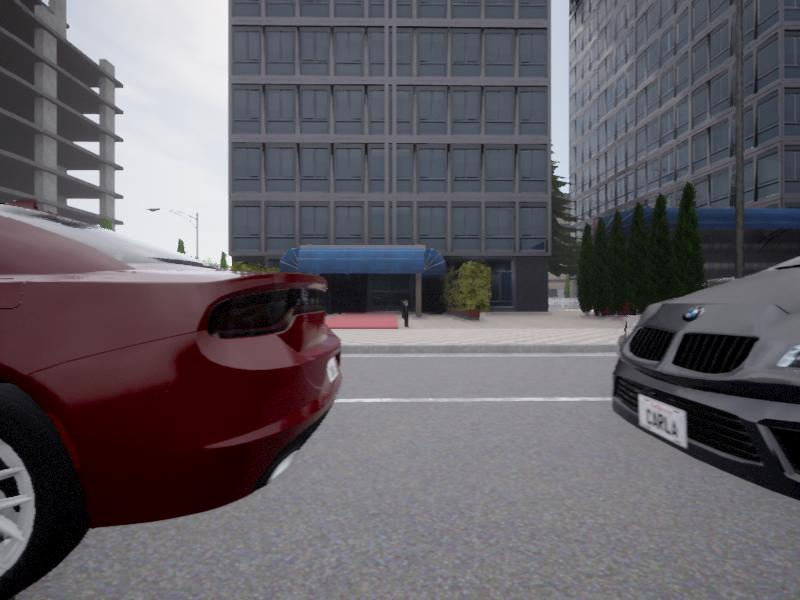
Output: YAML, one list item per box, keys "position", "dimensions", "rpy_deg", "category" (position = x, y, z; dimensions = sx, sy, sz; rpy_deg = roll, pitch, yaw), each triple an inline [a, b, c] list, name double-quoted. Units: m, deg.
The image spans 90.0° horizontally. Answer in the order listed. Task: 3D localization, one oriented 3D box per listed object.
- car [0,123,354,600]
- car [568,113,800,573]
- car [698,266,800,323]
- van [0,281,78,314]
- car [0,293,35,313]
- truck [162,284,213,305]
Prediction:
- position: [-2.845, 0.225, 2.135]
  dimensions: [5.008, 1.535, 1.882]
  rpy_deg: [0, 0, -1]
  category: "car"
- position: [3.739, 0.153, 2.281]
  dimensions: [4.611, 1.667, 2.242]
  rpy_deg: [0, 0, -1]
  category: "car"
- position: [15.732, -0.211, 15.679]
  dimensions: [6.274, 2.098, 2.390]
  rpy_deg: [0, 0, 29]
  category: "car"
- position: [-29.671, -0.200, 32.266]
  dimensions: [2.351, 2.431, 6.366]
  rpy_deg: [0, 0, -1]
  category: "van"
- position: [-33.177, 0.226, 32.746]
  dimensions: [1.801, 1.575, 5.366]
  rpy_deg: [0, 0, -1]
  category: "car"
- position: [-39.792, -0.936, 74.903]
  dimensions: [8.468, 3.827, 2.891]
  rpy_deg: [0, 0, 11]
  category: "truck"
